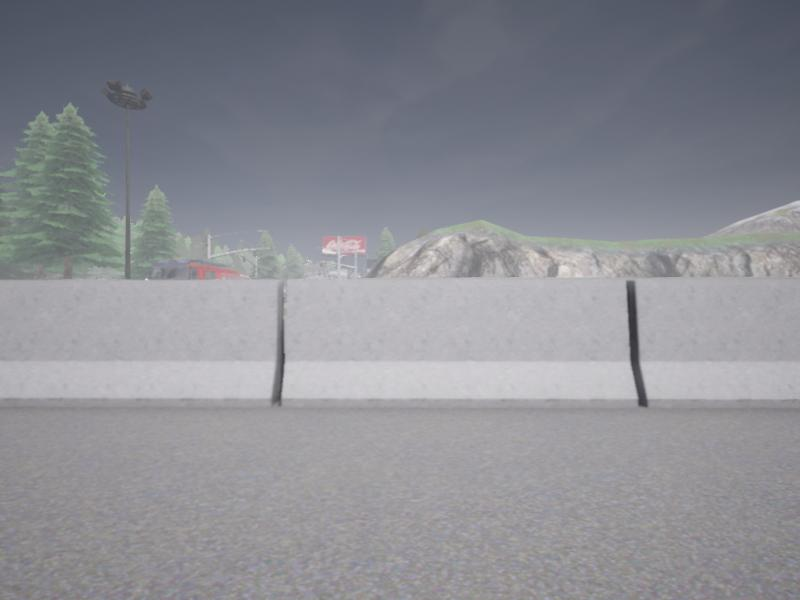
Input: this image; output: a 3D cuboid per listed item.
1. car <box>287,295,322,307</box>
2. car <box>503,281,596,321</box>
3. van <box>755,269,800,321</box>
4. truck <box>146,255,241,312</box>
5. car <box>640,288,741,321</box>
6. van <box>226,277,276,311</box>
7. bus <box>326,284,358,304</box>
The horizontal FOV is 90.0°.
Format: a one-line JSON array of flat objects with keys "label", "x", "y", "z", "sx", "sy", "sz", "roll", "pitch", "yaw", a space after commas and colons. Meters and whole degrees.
[{"label": "car", "x": -13.164, "y": 0.127, "z": 55.521, "sx": 1.882, "sy": 1.535, "sz": 5.008, "roll": 0, "pitch": 0, "yaw": 27}, {"label": "car", "x": 7.249, "y": 0.039, "z": 19.699, "sx": 3.866, "sy": 1.878, "sz": 1.905, "roll": 0, "pitch": 0, "yaw": 0}, {"label": "van", "x": 21.724, "y": -0.243, "z": 19.694, "sx": 6.366, "sy": 2.431, "sz": 2.351, "roll": 0, "pitch": 0, "yaw": 0}, {"label": "truck", "x": -15.686, "y": -1.100, "z": 31.317, "sx": 2.891, "sy": 3.827, "sz": 8.468, "roll": 0, "pitch": 0, "yaw": 1}, {"label": "car", "x": 14.184, "y": 0.202, "z": 19.696, "sx": 3.705, "sy": 1.549, "sz": 1.789, "roll": 0, "pitch": 0, "yaw": 0}, {"label": "van", "x": -12.326, "y": -0.461, "z": 33.529, "sx": 1.988, "sy": 2.561, "sz": 5.915, "roll": 0, "pitch": 0, "yaw": 0}, {"label": "bus", "x": -13.174, "y": -1.320, "z": 92.500, "sx": 3.944, "sy": 4.253, "sz": 10.273, "roll": 0, "pitch": 0, "yaw": 12}]
